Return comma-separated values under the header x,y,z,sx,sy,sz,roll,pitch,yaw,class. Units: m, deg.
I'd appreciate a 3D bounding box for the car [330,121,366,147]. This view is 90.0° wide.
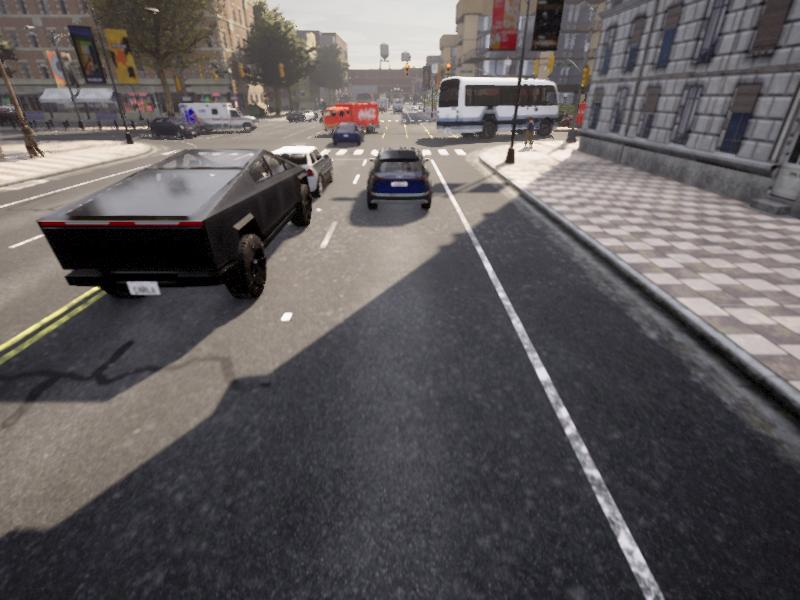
x,y,z,sx,sy,sz,roll,pitch,yaw,class
-3.599,-11.826,28.317,1.994,1.385,4.181,0,27,0,car

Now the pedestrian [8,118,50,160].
x,y,z,sx,sy,sz,roll,pitch,yaw,class
-18.559,-8.074,20.055,0.751,1.860,0.751,-1,27,-3,pedestrian

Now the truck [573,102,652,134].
x,y,z,sx,sy,sz,roll,pitch,yaw,class
18.865,-16.263,35.766,5.204,2.467,2.627,0,27,0,truck

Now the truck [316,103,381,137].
x,y,z,sx,sy,sz,roll,pitch,yaw,class
-4.285,-15.675,34.649,2.627,2.467,5.204,18,32,32,truck

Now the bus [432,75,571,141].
x,y,z,sx,sy,sz,roll,pitch,yaw,class
8.015,-15.317,31.991,10.273,4.253,3.944,-13,27,-23,bus

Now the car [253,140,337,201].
x,y,z,sx,sy,sz,roll,pitch,yaw,class
-3.526,-4.712,14.278,1.970,1.475,3.806,0,27,0,car

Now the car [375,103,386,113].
x,y,z,sx,sy,sz,roll,pitch,yaw,class
-3.850,-38.032,79.302,1.930,1.638,5.238,0,27,0,car

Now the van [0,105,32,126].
x,y,z,sx,sy,sz,roll,pitch,yaw,class
-46.045,-21.318,46.178,4.480,2.038,2.069,0,27,0,van

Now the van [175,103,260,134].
x,y,z,sx,sy,sz,roll,pitch,yaw,class
-16.462,-16.613,36.527,6.366,2.431,2.351,-5,28,-9,van

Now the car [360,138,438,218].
x,y,z,sx,sy,sz,roll,pitch,yaw,class
-0.021,-4.128,12.967,2.033,1.649,4.856,0,27,0,car

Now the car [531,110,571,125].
x,y,z,sx,sy,sz,roll,pitch,yaw,class
17.400,-21.083,46.218,3.705,1.549,1.789,0,27,0,car

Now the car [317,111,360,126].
x,y,z,sx,sy,sz,roll,pitch,yaw,class
-7.057,-21.040,46.269,4.674,1.442,1.812,0,27,0,car

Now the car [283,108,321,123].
x,y,z,sx,sy,sz,roll,pitch,yaw,class
-12.659,-23.925,51.819,2.038,1.542,4.974,11,29,22,car

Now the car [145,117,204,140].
x,y,z,sx,sy,sz,roll,pitch,yaw,class
-17.825,-13.620,31.660,3.633,1.501,1.845,10,28,19,car

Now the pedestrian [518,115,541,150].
x,y,z,sx,sy,sz,roll,pitch,yaw,class
7.632,-9.912,23.637,0.751,1.860,0.751,-6,28,-12,pedestrian

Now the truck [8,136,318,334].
x,y,z,sx,sy,sz,roll,pitch,yaw,class
-3.500,-1.881,8.054,2.390,2.098,6.274,0,27,0,truck

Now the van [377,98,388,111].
x,y,z,sx,sy,sz,roll,pitch,yaw,class
-3.909,-44.653,91.383,2.351,2.431,6.366,0,27,0,van

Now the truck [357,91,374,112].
x,y,z,sx,sy,sz,roll,pitch,yaw,class
-7.395,-43.044,86.701,2.891,3.827,8.468,0,27,0,truck

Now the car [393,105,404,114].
x,y,z,sx,sy,sz,roll,pitch,yaw,class
-0.329,-35.976,75.531,2.033,1.411,5.357,0,27,0,car

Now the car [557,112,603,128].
x,y,z,sx,sy,sz,roll,pitch,yaw,class
19.330,-19.456,43.117,3.806,1.475,1.970,0,27,0,car
